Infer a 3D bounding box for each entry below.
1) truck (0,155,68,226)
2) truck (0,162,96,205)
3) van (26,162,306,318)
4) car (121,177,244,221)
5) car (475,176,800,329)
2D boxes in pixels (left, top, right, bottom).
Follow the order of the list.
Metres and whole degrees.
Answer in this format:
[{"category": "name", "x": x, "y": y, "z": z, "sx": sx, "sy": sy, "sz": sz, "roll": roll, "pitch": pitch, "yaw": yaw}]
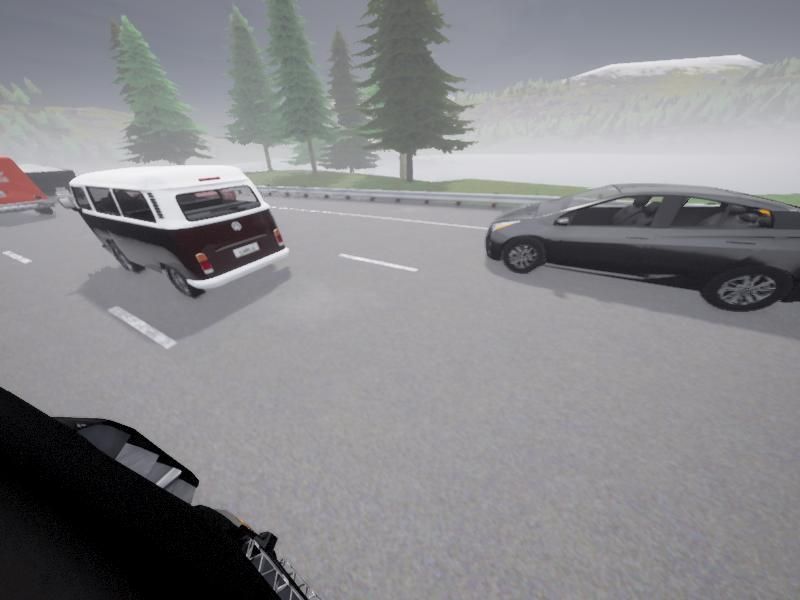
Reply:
[{"category": "truck", "x": -18.969, "y": -4.915, "z": 10.298, "sx": 5.204, "sy": 2.467, "sz": 2.627, "roll": 11, "pitch": 35, "yaw": 19}, {"category": "truck", "x": -24.164, "y": -7.712, "z": 15.175, "sx": 6.274, "sy": 2.098, "sz": 2.390, "roll": 9, "pitch": 35, "yaw": 17}, {"category": "van", "x": -4.605, "y": -1.598, "z": 4.789, "sx": 4.480, "sy": 2.038, "sz": 2.069, "roll": 15, "pitch": 37, "yaw": 24}, {"category": "car", "x": -9.721, "y": -4.642, "z": 10.384, "sx": 4.718, "sy": 1.301, "sz": 1.895, "roll": 13, "pitch": 36, "yaw": 21}, {"category": "car", "x": 4.013, "y": -1.257, "z": 4.217, "sx": 4.514, "sy": 1.525, "sz": 2.007, "roll": 16, "pitch": 38, "yaw": 26}]
